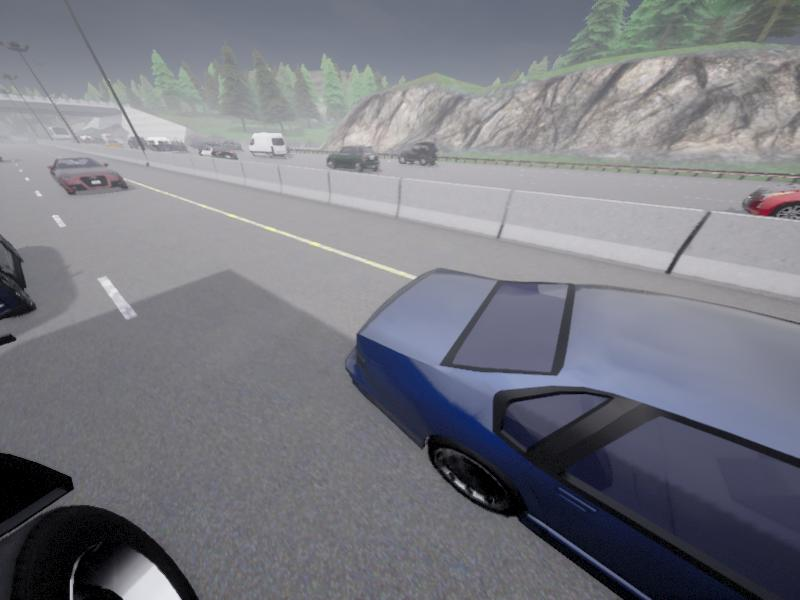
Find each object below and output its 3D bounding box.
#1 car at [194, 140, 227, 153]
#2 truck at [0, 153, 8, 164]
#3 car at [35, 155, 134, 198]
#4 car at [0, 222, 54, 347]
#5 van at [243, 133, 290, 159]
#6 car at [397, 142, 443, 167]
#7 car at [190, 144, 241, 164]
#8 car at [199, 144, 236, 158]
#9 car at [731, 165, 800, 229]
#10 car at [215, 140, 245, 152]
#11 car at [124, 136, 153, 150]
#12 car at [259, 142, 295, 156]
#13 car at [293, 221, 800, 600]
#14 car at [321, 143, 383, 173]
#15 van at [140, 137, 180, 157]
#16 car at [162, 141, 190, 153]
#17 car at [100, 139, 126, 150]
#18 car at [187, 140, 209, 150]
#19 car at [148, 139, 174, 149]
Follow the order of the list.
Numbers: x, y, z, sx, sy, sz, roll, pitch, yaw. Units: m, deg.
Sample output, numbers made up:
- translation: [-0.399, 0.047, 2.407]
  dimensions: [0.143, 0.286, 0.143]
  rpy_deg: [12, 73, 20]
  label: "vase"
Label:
- translation: [-30.696, -24.818, 37.341]
  dimensions: [4.611, 1.667, 2.242]
  rpy_deg: [22, 41, 28]
  label: "car"
- translation: [-39.951, -14.143, 21.434]
  dimensions: [5.204, 2.467, 2.627]
  rpy_deg: [22, 41, 28]
  label: "truck"
- translation: [-15.413, -6.156, 11.298]
  dimensions: [4.181, 1.385, 1.994]
  rpy_deg: [22, 41, 28]
  label: "car"
- translation: [-7.525, -0.594, 3.265]
  dimensions: [4.856, 1.649, 2.033]
  rpy_deg: [22, 41, 28]
  label: "car"
- translation: [-16.955, -19.577, 29.290]
  dimensions: [5.915, 2.561, 1.988]
  rpy_deg: [22, 41, 28]
  label: "van"
- translation: [1.833, -14.116, 22.285]
  dimensions: [3.866, 1.878, 1.905]
  rpy_deg: [22, 41, 28]
  label: "car"
- translation: [-18.969, -15.056, 23.741]
  dimensions: [4.974, 1.542, 2.038]
  rpy_deg: [22, 41, 28]
  label: "car"
- translation: [-23.624, -19.351, 29.921]
  dimensions: [4.181, 1.385, 1.994]
  rpy_deg: [22, 41, 28]
  label: "car"
- translation: [13.754, -2.783, 6.654]
  dimensions: [4.514, 1.525, 2.007]
  rpy_deg: [30, 45, 35]
  label: "car"
- translation: [-29.525, -26.805, 40.159]
  dimensions: [4.611, 1.667, 2.242]
  rpy_deg: [22, 40, 28]
  label: "car"
- translation: [-51.797, -31.106, 45.730]
  dimensions: [5.566, 2.045, 2.150]
  rpy_deg: [22, 41, 28]
  label: "car"
- translation: [-17.956, -22.022, 33.636]
  dimensions: [4.902, 1.511, 2.128]
  rpy_deg: [22, 41, 28]
  label: "car"
- translation: [2.069, 0.959, 1.357]
  dimensions: [5.357, 1.411, 2.033]
  rpy_deg: [22, 41, 28]
  label: "car"
- translation: [-3.849, -11.467, 18.563]
  dimensions: [4.553, 1.767, 2.097]
  rpy_deg: [22, 41, 28]
  label: "car"
- translation: [-32.401, -20.738, 31.223]
  dimensions: [4.480, 2.038, 2.069]
  rpy_deg: [22, 41, 28]
  label: "van"
- translation: [-35.457, -24.245, 36.589]
  dimensions: [3.705, 1.549, 1.789]
  rpy_deg: [22, 41, 28]
  label: "car"
- translation: [-54.929, -29.728, 44.154]
  dimensions: [5.366, 1.575, 1.801]
  rpy_deg: [22, 41, 28]
  label: "car"
- translation: [-40.717, -31.305, 46.563]
  dimensions: [3.633, 1.501, 1.845]
  rpy_deg: [22, 41, 28]
  label: "car"
- translation: [-50.045, -32.680, 48.345]
  dimensions: [5.027, 1.651, 2.152]
  rpy_deg: [22, 41, 28]
  label: "car"
